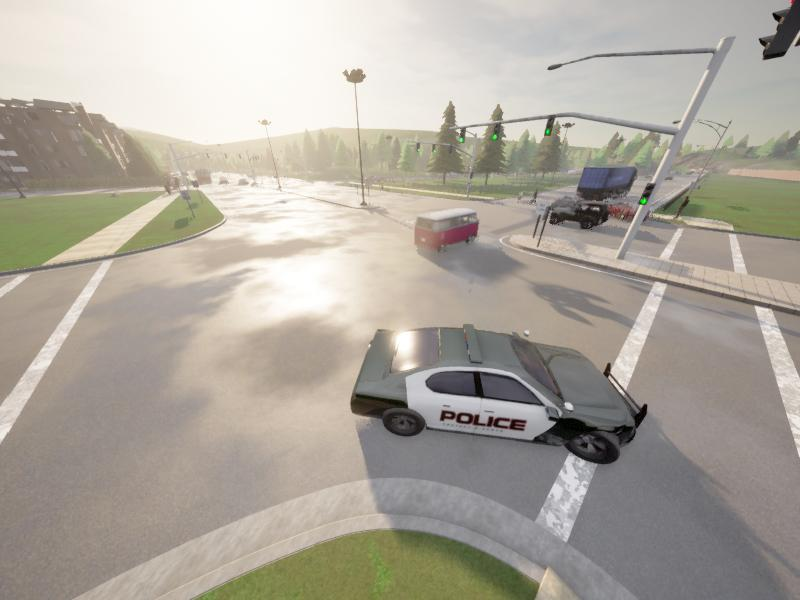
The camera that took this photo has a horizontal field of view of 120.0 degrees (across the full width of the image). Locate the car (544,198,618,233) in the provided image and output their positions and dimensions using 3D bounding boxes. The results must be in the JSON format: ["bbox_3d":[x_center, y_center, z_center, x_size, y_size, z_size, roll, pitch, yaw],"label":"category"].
[{"bbox_3d":[14.149,-6.821,18.293,1.905,1.878,3.866,-22,37,-34],"label":"car"}]

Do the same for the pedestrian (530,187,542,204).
[{"bbox_3d":[17.547,-13.524,29.886,0.751,1.860,0.751,24,38,36],"label":"pedestrian"}]

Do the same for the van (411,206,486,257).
[{"bbox_3d":[2.913,-4.218,13.686,4.442,1.987,1.775,-23,37,-34],"label":"van"}]

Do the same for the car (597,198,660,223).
[{"bbox_3d":[20.902,-8.384,21.444,1.812,1.442,4.674,5,30,10],"label":"car"}]

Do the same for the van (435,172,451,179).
[{"bbox_3d":[17.429,-50.560,93.510,6.366,2.431,2.351,-23,37,-34],"label":"van"}]

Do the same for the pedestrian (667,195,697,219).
[{"bbox_3d":[24.624,-8.105,20.191,0.751,1.860,0.751,-3,30,-5],"label":"pedestrian"}]

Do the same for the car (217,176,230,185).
[{"bbox_3d":[-48.187,-32.701,63.135,1.905,1.878,3.866,-22,37,-34],"label":"car"}]

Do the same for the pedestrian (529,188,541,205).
[{"bbox_3d":[16.718,-12.785,28.600,0.751,1.860,0.751,18,35,28],"label":"pedestrian"}]

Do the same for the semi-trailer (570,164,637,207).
[{"bbox_3d":[28.101,-15.913,31.511,14.254,4.402,2.717,-23,37,-34],"label":"semi-trailer"}]

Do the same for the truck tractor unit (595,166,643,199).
[{"bbox_3d":[34.143,-18.381,35.988,6.516,4.208,3.053,-23,37,-34],"label":"truck tractor unit"}]

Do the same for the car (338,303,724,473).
[{"bbox_3d":[1.685,1.404,4.403,4.974,1.542,2.038,4,30,6],"label":"car"}]

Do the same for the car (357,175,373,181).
[{"bbox_3d":[-12.079,-42.388,80.162,5.027,1.651,2.152,-23,37,-34],"label":"car"}]

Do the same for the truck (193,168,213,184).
[{"bbox_3d":[-57.887,-36.582,67.896,2.891,3.827,8.468,-23,37,-34],"label":"truck"}]

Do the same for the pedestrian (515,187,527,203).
[{"bbox_3d":[15.931,-13.901,30.535,0.751,1.860,0.751,-22,37,-33],"label":"pedestrian"}]

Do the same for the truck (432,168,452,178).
[{"bbox_3d":[17.726,-53.580,97.337,8.468,3.827,2.891,-23,37,-34],"label":"truck"}]

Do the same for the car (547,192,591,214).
[{"bbox_3d":[18.482,-10.642,25.175,5.027,1.651,2.152,-23,37,-34],"label":"car"}]
